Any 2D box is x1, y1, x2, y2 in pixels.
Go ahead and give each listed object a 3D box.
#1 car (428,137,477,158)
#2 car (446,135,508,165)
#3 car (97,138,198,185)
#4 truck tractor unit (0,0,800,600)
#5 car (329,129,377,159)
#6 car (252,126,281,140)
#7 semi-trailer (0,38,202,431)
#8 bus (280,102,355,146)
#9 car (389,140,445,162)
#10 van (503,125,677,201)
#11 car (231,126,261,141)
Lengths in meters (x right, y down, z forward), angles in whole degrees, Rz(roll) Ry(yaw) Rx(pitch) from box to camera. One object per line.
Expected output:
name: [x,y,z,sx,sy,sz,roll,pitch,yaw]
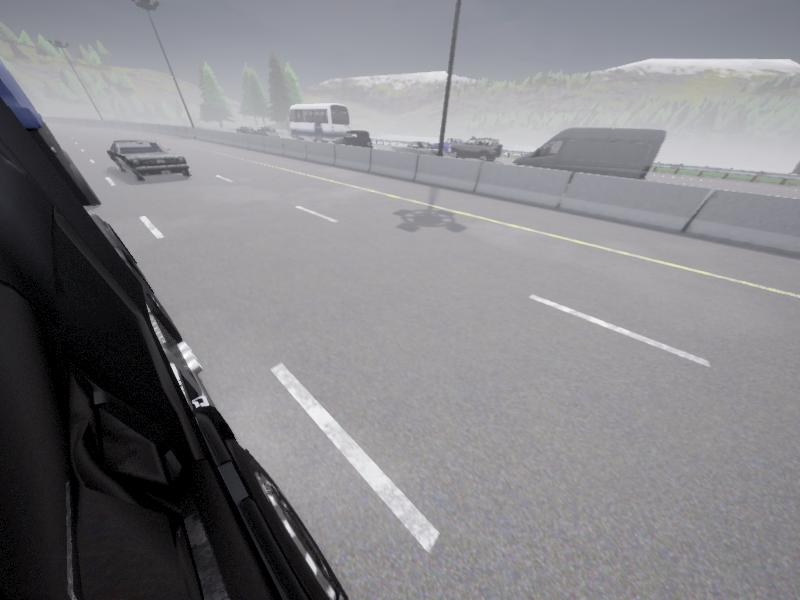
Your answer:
car: [5.616,-16.663,25.117,4.514,1.525,2.007,28,44,30]
car: [6.712,-13.478,20.618,4.605,1.855,1.932,28,43,30]
car: [-11.468,-6.429,10.469,4.718,1.301,1.895,26,43,28]
truck tractor unit: [-2.645,-0.295,0.351,6.516,4.208,3.053,28,44,30]
car: [-4.109,-13.814,20.357,3.866,1.878,1.905,28,44,30]
car: [-19.955,-24.932,34.488,3.988,1.617,1.851,28,44,30]
semi-trailer: [-8.725,-3.581,4.209,14.254,4.402,2.717,28,43,30]
bus: [-11.286,-24.014,31.604,10.273,4.253,3.944,28,44,30]
car: [1.393,-13.356,20.599,4.718,1.301,1.895,28,44,30]
van: [8.891,-7.113,11.666,5.915,2.561,1.988,28,44,30]
car: [-21.043,-22.755,31.541,3.705,1.549,1.789,28,44,30]
